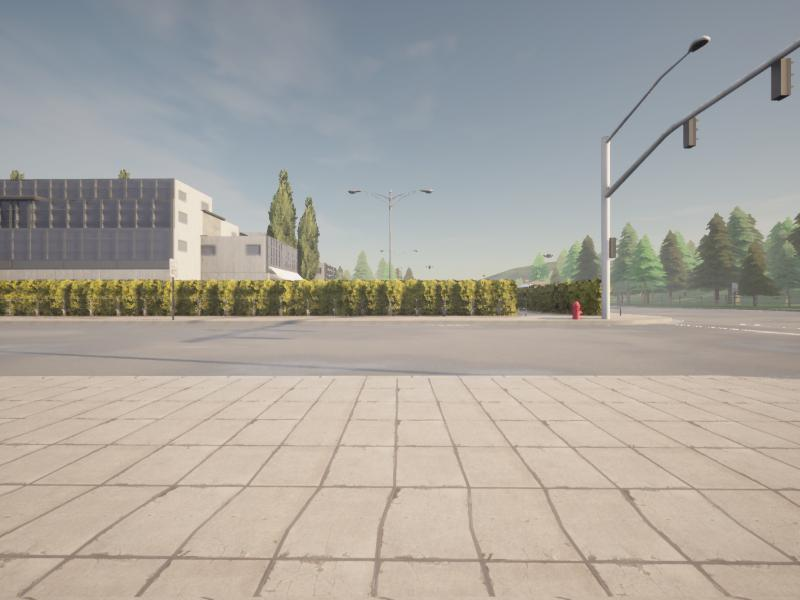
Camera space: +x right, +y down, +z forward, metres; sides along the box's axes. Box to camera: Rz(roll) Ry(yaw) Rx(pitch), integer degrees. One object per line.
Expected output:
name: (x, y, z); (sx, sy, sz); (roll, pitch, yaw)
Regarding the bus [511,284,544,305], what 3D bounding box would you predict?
bus: (27.501, -1.162, 86.814); (3.944, 4.253, 10.273); (0, 0, 1)
